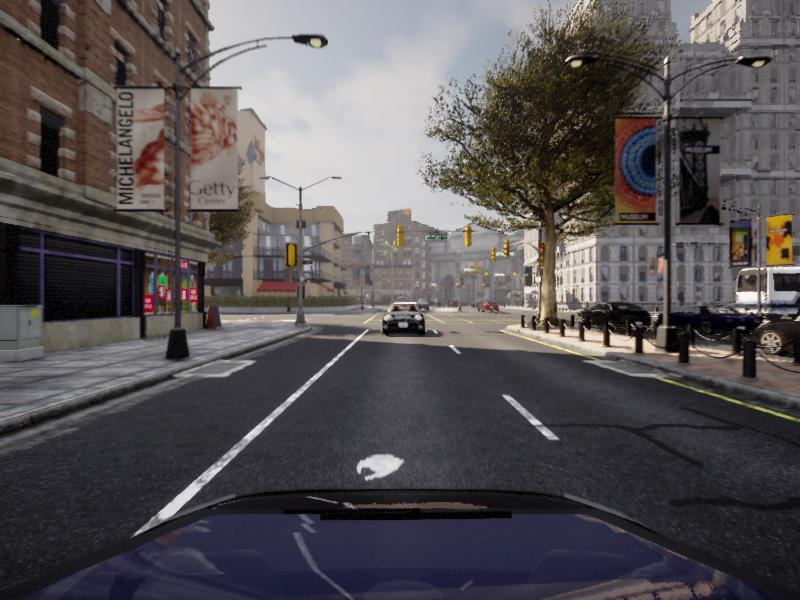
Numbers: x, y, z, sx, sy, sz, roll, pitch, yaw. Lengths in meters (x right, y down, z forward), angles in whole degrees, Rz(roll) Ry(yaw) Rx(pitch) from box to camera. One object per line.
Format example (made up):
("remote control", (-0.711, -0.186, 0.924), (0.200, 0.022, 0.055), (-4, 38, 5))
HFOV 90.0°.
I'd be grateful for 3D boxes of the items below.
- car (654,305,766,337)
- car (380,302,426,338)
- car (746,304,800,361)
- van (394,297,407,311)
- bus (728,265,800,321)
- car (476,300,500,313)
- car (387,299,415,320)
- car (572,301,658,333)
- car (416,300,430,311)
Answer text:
("car", (15.026, 0.947, 19.807), (1.895, 1.301, 4.718), (0, 0, 0))
("car", (0.198, 0.857, 18.895), (1.970, 1.475, 3.806), (0, 0, 2))
("car", (11.516, 0.855, 10.275), (1.970, 1.475, 3.806), (0, 0, 0))
("van", (0.070, 0.609, 60.281), (1.775, 1.987, 4.442), (0, 0, 0))
("bus", (33.478, -0.526, 32.538), (10.273, 4.253, 3.944), (0, 0, 0))
("car", (11.562, 0.790, 52.894), (2.152, 1.651, 5.027), (0, 0, 0))
("car", (0.044, 0.764, 34.227), (2.242, 1.667, 4.611), (0, 0, 0))
("car", (11.403, 0.850, 21.705), (1.837, 1.490, 4.892), (0, 0, -3))
("car", (3.574, 0.782, 62.656), (1.930, 1.638, 5.238), (0, 0, 0))
